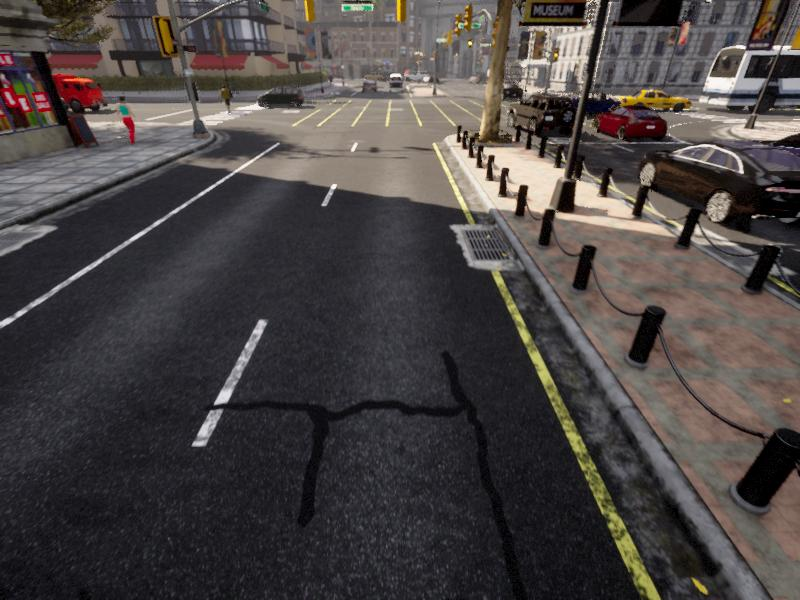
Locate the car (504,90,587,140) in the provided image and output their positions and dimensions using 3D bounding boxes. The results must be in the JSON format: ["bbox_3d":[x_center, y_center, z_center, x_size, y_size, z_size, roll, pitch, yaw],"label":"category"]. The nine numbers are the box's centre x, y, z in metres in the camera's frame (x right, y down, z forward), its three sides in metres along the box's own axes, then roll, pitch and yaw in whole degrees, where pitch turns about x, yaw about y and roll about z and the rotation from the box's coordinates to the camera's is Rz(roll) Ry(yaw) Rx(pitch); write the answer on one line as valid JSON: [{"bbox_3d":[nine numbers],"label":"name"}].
[{"bbox_3d":[7.266,-9.672,20.657,1.932,1.855,4.605,-4,31,-7],"label":"car"}]

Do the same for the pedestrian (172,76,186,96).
[{"bbox_3d":[-24.224,-23.478,43.863,0.751,1.860,0.751,-1,30,-1],"label":"pedestrian"}]

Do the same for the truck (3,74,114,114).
[{"bbox_3d":[-25.028,-15.258,29.573,5.204,2.467,2.627,0,30,-1],"label":"truck"}]

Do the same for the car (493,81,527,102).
[{"bbox_3d":[11.098,-21.351,40.836,1.930,1.638,5.238,0,31,0],"label":"car"}]

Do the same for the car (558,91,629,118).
[{"bbox_3d":[13.073,-13.313,27.201,3.705,1.549,1.789,0,30,0],"label":"car"}]

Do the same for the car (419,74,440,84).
[{"bbox_3d":[5.835,-44.282,80.069,2.038,1.542,4.974,-14,33,-23],"label":"car"}]

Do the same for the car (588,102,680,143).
[{"bbox_3d":[11.264,-8.807,19.686,1.994,1.385,4.181,0,30,0],"label":"car"}]

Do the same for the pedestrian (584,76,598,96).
[{"bbox_3d":[20.707,-23.213,43.460,0.751,1.860,0.751,-4,31,-7],"label":"pedestrian"}]

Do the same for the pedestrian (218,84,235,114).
[{"bbox_3d":[-12.430,-14.385,28.650,0.751,1.860,0.751,-10,32,-17],"label":"pedestrian"}]

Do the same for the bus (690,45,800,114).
[{"bbox_3d":[28.754,-16.399,29.816,10.273,4.253,3.944,0,30,-1],"label":"bus"}]

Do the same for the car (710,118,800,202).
[{"bbox_3d":[11.337,-3.753,10.794,2.033,1.649,4.856,0,30,0],"label":"car"}]

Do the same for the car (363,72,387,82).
[{"bbox_3d":[-5.357,-47.774,85.706,4.605,1.855,1.932,7,31,12],"label":"car"}]

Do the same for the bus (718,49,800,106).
[{"bbox_3d":[35.687,-19.851,35.718,10.273,4.253,3.944,0,30,0],"label":"bus"}]

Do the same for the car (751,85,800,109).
[{"bbox_3d":[32.425,-16.987,33.441,3.988,1.617,1.851,0,30,-1],"label":"car"}]

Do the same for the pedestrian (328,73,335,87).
[{"bbox_3d":[-10.705,-34.281,62.326,0.751,1.860,0.751,4,31,7],"label":"pedestrian"}]

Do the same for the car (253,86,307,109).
[{"bbox_3d":[-9.817,-16.718,32.992,3.705,1.549,1.789,0,30,-1],"label":"car"}]

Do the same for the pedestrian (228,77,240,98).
[{"bbox_3d":[-17.043,-21.873,41.130,0.751,1.860,0.751,-8,31,-14],"label":"pedestrian"}]

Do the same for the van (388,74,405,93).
[{"bbox_3d":[-0.488,-28.369,52.411,2.069,2.038,4.480,0,30,-1],"label":"van"}]

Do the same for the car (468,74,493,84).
[{"bbox_3d":[15.603,-42.883,77.628,2.152,1.651,5.027,25,39,36],"label":"car"}]

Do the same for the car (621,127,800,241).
[{"bbox_3d":[7.842,-3.068,9.740,2.128,1.511,4.902,0,30,0],"label":"car"}]

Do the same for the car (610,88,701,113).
[{"bbox_3d":[19.248,-15.193,30.389,5.366,1.575,1.801,1,30,2],"label":"car"}]

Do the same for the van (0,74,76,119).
[{"bbox_3d":[-25.692,-13.511,26.520,5.915,2.561,1.988,-1,30,-1],"label":"van"}]

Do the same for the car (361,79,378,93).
[{"bbox_3d":[-3.997,-28.411,53.070,1.812,1.442,4.674,0,30,0],"label":"car"}]

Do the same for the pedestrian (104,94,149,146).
[{"bbox_3d":[-11.091,-7.331,16.305,0.751,1.860,0.751,-1,30,-1],"label":"pedestrian"}]

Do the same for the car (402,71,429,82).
[{"bbox_3d":[3.328,-48.197,86.275,5.566,2.045,2.150,0,30,0],"label":"car"}]
